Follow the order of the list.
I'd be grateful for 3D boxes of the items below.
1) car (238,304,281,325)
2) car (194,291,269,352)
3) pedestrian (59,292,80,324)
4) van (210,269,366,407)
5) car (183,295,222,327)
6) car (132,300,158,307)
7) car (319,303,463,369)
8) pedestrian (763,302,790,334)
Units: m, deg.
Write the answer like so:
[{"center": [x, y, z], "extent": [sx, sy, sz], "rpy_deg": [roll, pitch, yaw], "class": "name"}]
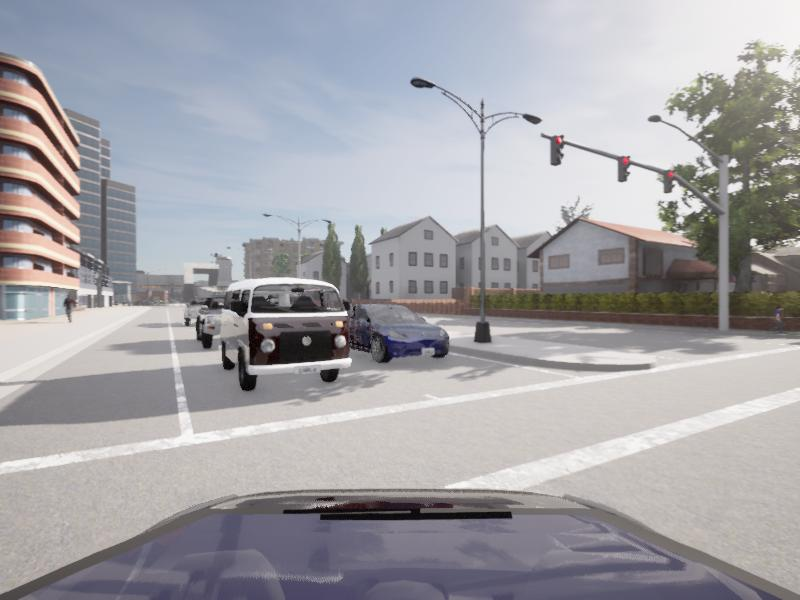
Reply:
[{"center": [-9.665, 0.929, 27.317], "extent": [1.895, 1.301, 4.718], "rpy_deg": [0, 0, -30], "class": "car"}, {"center": [-6.306, 0.645, 14.661], "extent": [1.932, 1.855, 4.605], "rpy_deg": [0, 0, -30], "class": "car"}, {"center": [-19.921, 0.476, 24.117], "extent": [0.751, 1.860, 0.751], "rpy_deg": [0, 0, -17], "class": "pedestrian"}, {"center": [-2.622, 0.566, 8.366], "extent": [2.069, 2.038, 4.480], "rpy_deg": [0, 0, -30], "class": "van"}, {"center": [-12.529, 0.641, 25.264], "extent": [1.932, 1.855, 4.605], "rpy_deg": [0, 0, -30], "class": "car"}, {"center": [-59.213, 0.736, 92.930], "extent": [5.238, 1.638, 1.930], "rpy_deg": [0, 0, 13], "class": "car"}, {"center": [-0.535, 0.843, 11.756], "extent": [2.163, 1.488, 4.792], "rpy_deg": [0, 0, -31], "class": "car"}, {"center": [16.018, 0.750, 17.041], "extent": [0.751, 1.300, 0.751], "rpy_deg": [0, 0, 37], "class": "pedestrian"}]
